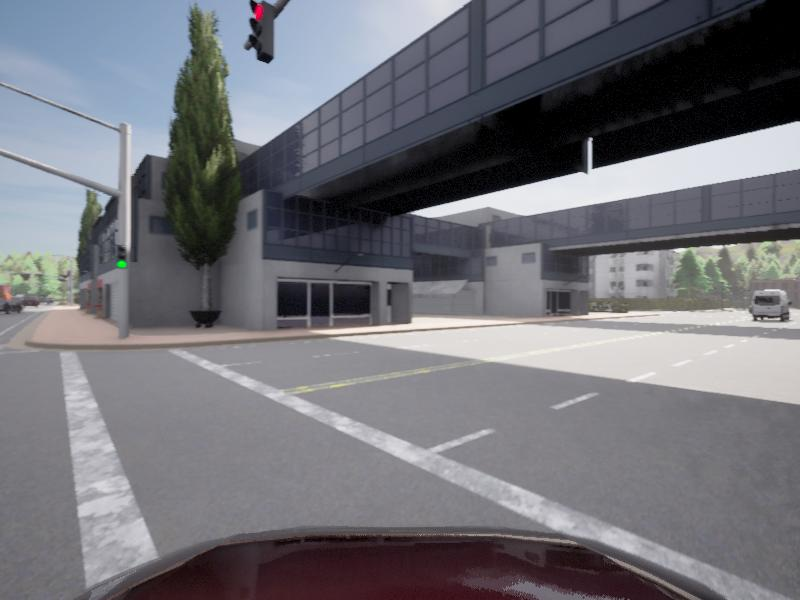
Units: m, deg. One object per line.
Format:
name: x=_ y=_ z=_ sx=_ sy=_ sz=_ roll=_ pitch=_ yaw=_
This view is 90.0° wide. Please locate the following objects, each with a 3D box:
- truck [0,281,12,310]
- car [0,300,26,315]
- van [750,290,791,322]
truck: x=-56.683 y=-0.645 z=55.962 sx=2.891 sy=3.827 sz=8.468 roll=0 pitch=0 yaw=-40
car: x=-38.830 y=0.675 z=39.111 sx=2.033 sy=1.411 sz=5.357 roll=0 pitch=0 yaw=-29
van: x=31.958 y=0.473 z=34.403 sx=5.915 sy=2.561 sz=1.988 roll=0 pitch=0 yaw=-41
